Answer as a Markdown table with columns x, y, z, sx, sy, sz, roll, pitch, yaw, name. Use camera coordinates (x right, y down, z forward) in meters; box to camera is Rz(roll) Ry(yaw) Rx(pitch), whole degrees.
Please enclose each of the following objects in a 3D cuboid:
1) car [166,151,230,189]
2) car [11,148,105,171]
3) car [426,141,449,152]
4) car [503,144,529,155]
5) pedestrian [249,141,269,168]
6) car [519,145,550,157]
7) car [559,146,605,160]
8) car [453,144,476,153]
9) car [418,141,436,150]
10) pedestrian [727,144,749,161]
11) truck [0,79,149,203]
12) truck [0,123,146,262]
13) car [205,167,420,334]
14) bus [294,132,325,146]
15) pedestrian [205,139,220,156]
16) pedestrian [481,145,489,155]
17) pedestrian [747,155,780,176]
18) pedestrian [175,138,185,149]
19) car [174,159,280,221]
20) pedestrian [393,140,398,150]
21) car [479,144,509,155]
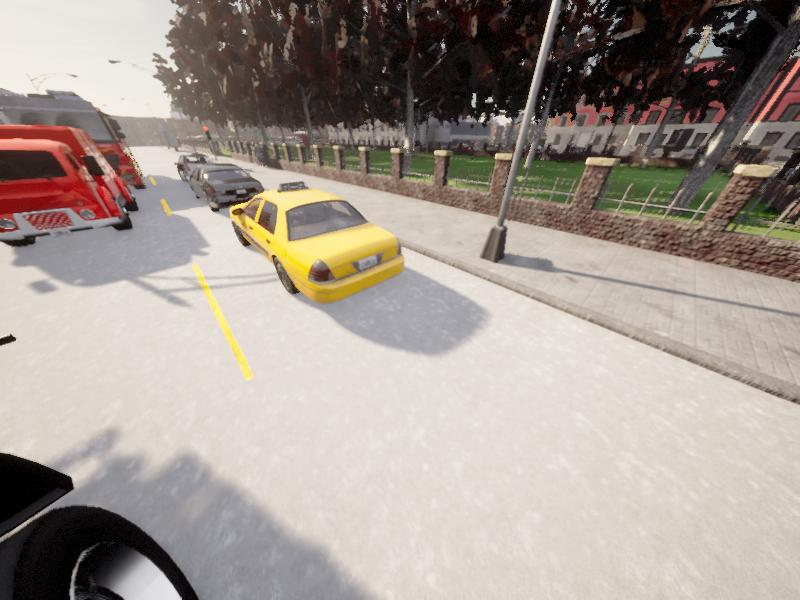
| x | y | z | sx | sy | sz | roll | pitch | yaw | name |
| --- | --- | --- | --- | --- | --- | --- | --- | --- | --- |
| -11.721 | -7.628 | 13.383 | 3.633 | 1.501 | 1.845 | 30 | 44 | 35 | car |
| -28.726 | -12.008 | 19.581 | 1.994 | 1.385 | 4.181 | 23 | 41 | 28 | car |
| 8.048 | -33.274 | 50.008 | 1.932 | 1.855 | 4.605 | -28 | 44 | -35 | car |
| 21.686 | -28.156 | 43.157 | 1.845 | 1.501 | 3.633 | -28 | 44 | -35 | car |
| -11.921 | -12.302 | 19.554 | 0.751 | 1.860 | 0.751 | -28 | 44 | -34 | pedestrian |
| 22.095 | -24.590 | 38.043 | 1.789 | 1.549 | 3.705 | -28 | 44 | -35 | car |
| 26.732 | -21.742 | 34.078 | 1.837 | 1.490 | 4.892 | -29 | 44 | -35 | car |
| 12.852 | -30.183 | 45.996 | 1.970 | 1.475 | 3.806 | -28 | 44 | -34 | car |
| 6.440 | -37.582 | 56.139 | 1.905 | 1.878 | 3.866 | -28 | 44 | -35 | car |
| 43.778 | -19.078 | 29.934 | 0.751 | 1.860 | 0.751 | -28 | 44 | -34 | pedestrian |
| -16.002 | -7.941 | 11.775 | 2.891 | 3.827 | 8.468 | -28 | 44 | -34 | truck |
| -9.759 | -3.362 | 6.479 | 2.627 | 2.467 | 5.204 | -28 | 44 | -35 | truck |
| -2.206 | -1.656 | 4.914 | 1.801 | 1.575 | 5.366 | -28 | 44 | -34 | car |
| -33.073 | -58.860 | 84.405 | 10.273 | 4.253 | 3.944 | 18 | 39 | 23 | bus |
| -24.968 | -20.256 | 30.771 | 0.751 | 1.860 | 0.751 | -28 | 44 | -35 | pedestrian |
| 14.296 | -25.336 | 39.010 | 0.751 | 1.300 | 0.751 | -28 | 44 | -34 | pedestrian |
| 27.314 | -10.103 | 17.383 | 0.751 | 1.300 | 0.751 | -28 | 44 | -34 | pedestrian |
| -45.779 | -32.529 | 48.070 | 0.751 | 1.860 | 0.751 | -27 | 43 | -33 | pedestrian |
| -7.181 | -4.715 | 9.390 | 2.033 | 1.411 | 5.357 | -29 | 44 | -35 | car |
| -0.934 | -34.846 | 51.937 | 0.751 | 1.860 | 0.751 | -28 | 44 | -34 | pedestrian |
| 17.141 | -27.594 | 42.303 | 2.007 | 1.525 | 4.514 | -28 | 44 | -35 | car |
